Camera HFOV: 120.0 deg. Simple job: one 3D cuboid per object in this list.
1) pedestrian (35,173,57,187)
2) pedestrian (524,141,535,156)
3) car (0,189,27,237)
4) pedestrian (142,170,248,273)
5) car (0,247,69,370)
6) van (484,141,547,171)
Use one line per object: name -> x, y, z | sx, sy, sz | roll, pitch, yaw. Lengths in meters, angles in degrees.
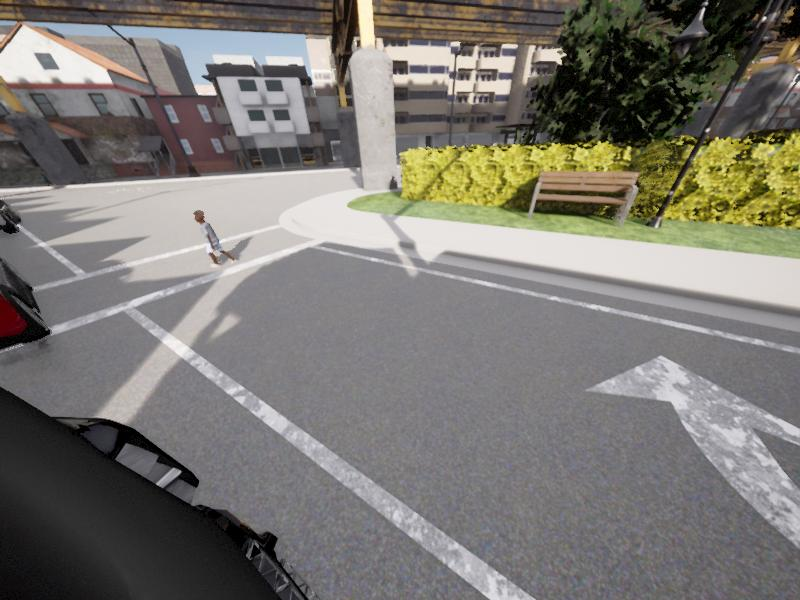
pedestrian -> -32.861, -11.160, 21.451 | 0.500, 1.100, 0.500 | -4, 34, -3
pedestrian -> 18.900, -22.133, 33.725 | 0.751, 1.860, 0.751 | -9, 34, -9
car -> -16.014, -3.230, 8.444 | 3.806, 1.475, 1.970 | 21, 40, 31
pedestrian -> -4.078, -1.604, 4.826 | 0.751, 1.860, 0.751 | -8, 34, -8
car -> -6.882, -0.044, 3.071 | 3.806, 1.475, 1.970 | 18, 39, 27
van -> 10.362, -13.154, 21.011 | 4.480, 2.038, 2.069 | -10, 34, -11
